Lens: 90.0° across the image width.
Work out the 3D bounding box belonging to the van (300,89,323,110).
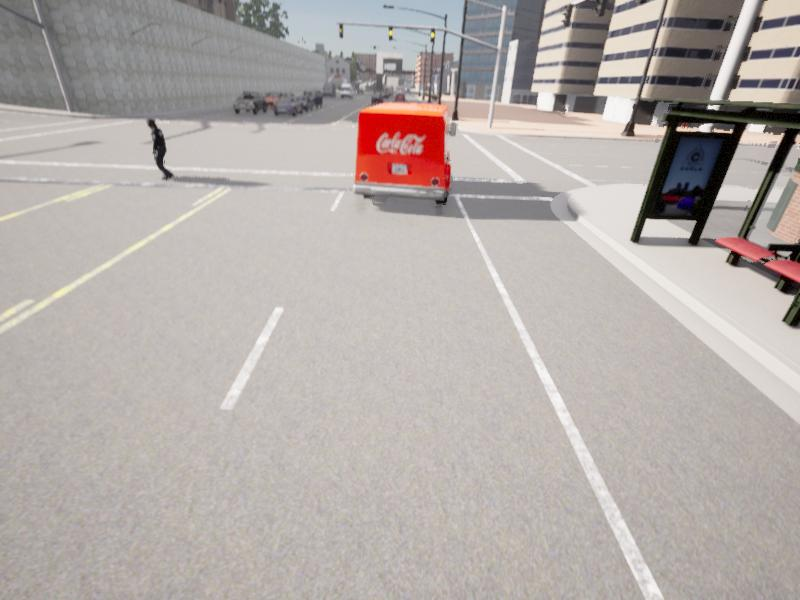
[{"bbox_3d":[-10.447,-23.942,47.683,1.775,1.987,4.442,2,28,-1],"label":"van"}]

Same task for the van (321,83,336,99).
[{"bbox_3d":[-13.913,-40.967,78.277,1.988,2.561,5.915,2,28,-1],"label":"van"}]

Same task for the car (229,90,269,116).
[{"bbox_3d":[-13.958,-18.466,37.395,1.932,1.855,4.605,2,28,-1],"label":"car"}]

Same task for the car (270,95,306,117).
[{"bbox_3d":[-10.464,-18.328,37.683,2.033,1.649,4.856,2,28,-1],"label":"car"}]

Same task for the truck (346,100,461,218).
[{"bbox_3d":[0.370,-4.563,12.191,2.627,2.467,5.204,6,29,7],"label":"truck"}]

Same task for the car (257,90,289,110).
[{"bbox_3d":[-13.953,-22.096,44.198,2.097,1.767,4.553,2,28,-1],"label":"car"}]

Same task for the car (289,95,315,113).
[{"bbox_3d":[-10.463,-21.043,42.804,1.845,1.501,3.633,2,28,-1],"label":"car"}]

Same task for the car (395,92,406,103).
[{"bbox_3d":[0.057,-38.437,75.883,2.007,1.525,4.514,2,28,-1],"label":"car"}]

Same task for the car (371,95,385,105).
[{"bbox_3d":[-3.435,-31.320,62.600,1.895,1.301,4.718,2,28,-1],"label":"car"}]

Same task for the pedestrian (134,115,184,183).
[{"bbox_3d":[-7.320,-4.597,12.234,0.751,1.860,0.751,-3,29,-10],"label":"pedestrian"}]

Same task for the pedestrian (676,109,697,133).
[{"bbox_3d":[25.499,-15.944,35.627,0.751,1.860,0.751,-1,29,-7],"label":"pedestrian"}]

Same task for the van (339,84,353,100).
[{"bbox_3d":[-10.416,-40.540,77.761,1.988,2.561,5.915,2,28,-1],"label":"van"}]
